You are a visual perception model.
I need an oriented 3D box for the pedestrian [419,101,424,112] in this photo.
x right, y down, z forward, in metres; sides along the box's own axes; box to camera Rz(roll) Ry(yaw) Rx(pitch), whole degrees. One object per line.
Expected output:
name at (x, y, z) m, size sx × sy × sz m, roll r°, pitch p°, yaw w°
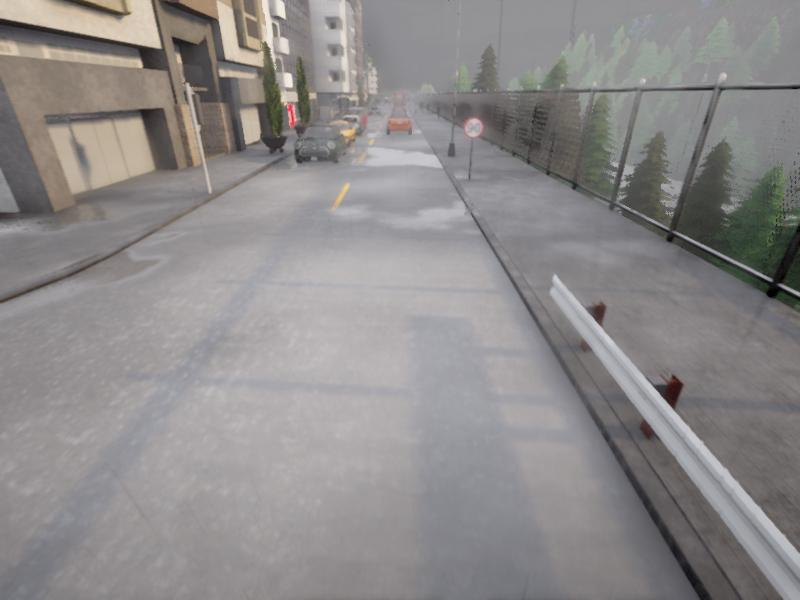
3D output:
pedestrian at (4.007, -35.442, 73.339) m, size 0.751 × 1.860 × 0.751 m, roll 6°, pitch 28°, yaw 12°

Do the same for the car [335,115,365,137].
car at (-4.050, -14.450, 33.136) m, size 1.970 × 1.475 × 3.806 m, roll 0°, pitch 27°, yaw 0°

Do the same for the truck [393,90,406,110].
truck at (-0.146, -46.630, 93.230) m, size 2.891 × 3.827 × 8.468 m, roll 0°, pitch 27°, yaw 0°

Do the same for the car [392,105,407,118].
car at (-0.098, -28.659, 60.658) m, size 2.152 × 1.651 × 5.027 m, roll 0°, pitch 27°, yaw 0°

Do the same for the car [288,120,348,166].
car at (-4.032, -8.184, 20.588) m, size 2.097 × 1.767 × 4.553 m, roll 0°, pitch 27°, yaw 0°

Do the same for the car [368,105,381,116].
car at (-4.106, -30.924, 65.305) m, size 1.970 × 1.475 × 3.806 m, roll 0°, pitch 27°, yaw 0°

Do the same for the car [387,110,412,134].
car at (-0.055, -15.892, 35.610) m, size 2.097 × 1.767 × 4.553 m, roll 0°, pitch 27°, yaw 0°

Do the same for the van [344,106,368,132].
van at (-4.059, -17.197, 37.927) m, size 1.775 × 1.987 × 4.442 m, roll 0°, pitch 27°, yaw 0°

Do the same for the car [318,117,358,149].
car at (-4.043, -11.340, 26.967) m, size 1.801 × 1.575 × 5.366 m, roll 0°, pitch 27°, yaw 0°
